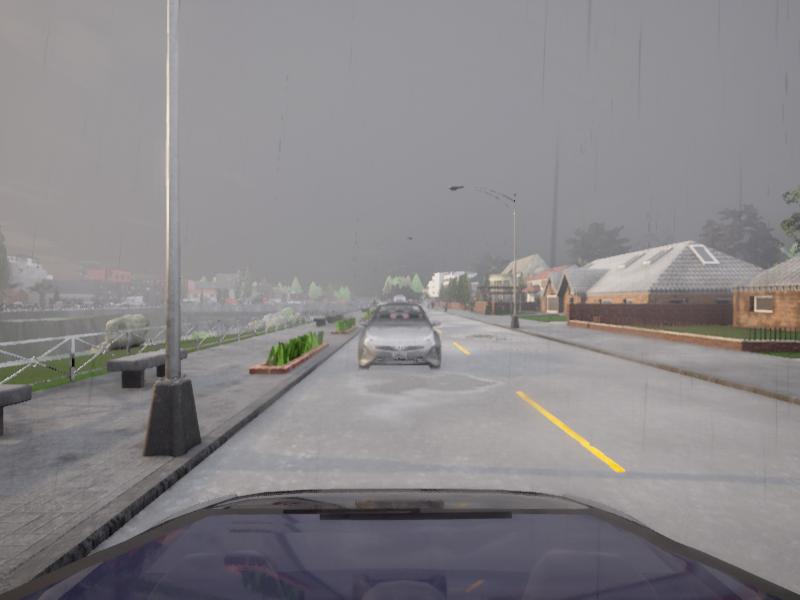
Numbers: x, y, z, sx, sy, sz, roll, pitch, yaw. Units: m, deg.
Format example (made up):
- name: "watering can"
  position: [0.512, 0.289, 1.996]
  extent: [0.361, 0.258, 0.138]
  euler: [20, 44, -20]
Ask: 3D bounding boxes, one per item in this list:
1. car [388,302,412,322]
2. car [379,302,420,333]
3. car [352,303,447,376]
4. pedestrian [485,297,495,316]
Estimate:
- name: "car"
  position: [-0.022, 0.926, 31.991]
  extent: [1.816, 1.474, 4.193]
  euler: [0, 0, 0]
- name: "car"
  position: [-0.017, 0.879, 22.039]
  extent: [2.007, 1.525, 4.514]
  euler: [0, 0, 0]
- name: "car"
  position: [-0.008, 0.853, 10.711]
  extent: [2.007, 1.525, 4.514]
  euler: [0, 0, 0]
- name: "pedestrian"
  position: [8.732, 0.619, 38.843]
  extent: [0.751, 1.860, 0.751]
  euler: [0, 0, -7]
